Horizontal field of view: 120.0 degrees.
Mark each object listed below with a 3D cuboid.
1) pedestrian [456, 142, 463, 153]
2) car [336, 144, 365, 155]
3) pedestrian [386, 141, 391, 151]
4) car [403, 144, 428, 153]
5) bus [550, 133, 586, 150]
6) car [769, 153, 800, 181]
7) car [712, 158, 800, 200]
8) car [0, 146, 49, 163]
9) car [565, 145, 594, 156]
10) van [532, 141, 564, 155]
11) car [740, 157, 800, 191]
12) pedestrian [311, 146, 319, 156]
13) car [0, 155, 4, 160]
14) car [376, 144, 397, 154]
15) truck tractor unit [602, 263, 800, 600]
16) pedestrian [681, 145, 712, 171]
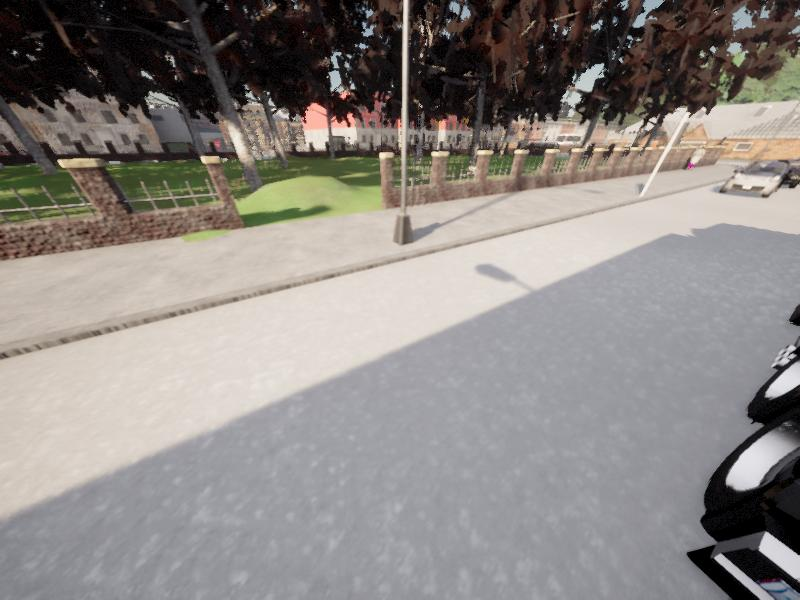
[{"bbox_3d":[12.151,-31.088,46.959,0.751,1.860,0.751,-19,39,-25],"label":"pedestrian"},{"bbox_3d":[-8.848,-27.161,41.644,4.514,1.525,2.007,-18,39,-24],"label":"car"},{"bbox_3d":[-2.599,-35.140,52.654,0.751,1.860,0.751,-26,43,-32],"label":"pedestrian"},{"bbox_3d":[3.208,-31.076,47.407,4.892,1.490,1.837,-19,39,-25],"label":"car"},{"bbox_3d":[54.510,-51.297,74.893,10.273,4.253,3.944,-18,39,-24],"label":"bus"},{"bbox_3d":[30.874,-10.206,17.567,5.366,1.575,1.801,-18,39,-24],"label":"car"},{"bbox_3d":[18.574,-6.336,11.940,3.633,1.501,1.845,-19,39,-26],"label":"car"},{"bbox_3d":[-42.731,-16.078,25.456,3.806,1.475,1.970,-18,39,-25],"label":"car"},{"bbox_3d":[33.984,-28.419,43.825,1.845,1.501,3.633,-18,39,-24],"label":"car"},{"bbox_3d":[28.575,-29.458,44.809,2.069,2.038,4.480,-18,40,-25],"label":"van"},{"bbox_3d":[24.440,-8.118,14.671,5.357,1.411,2.033,-18,39,-25],"label":"car"},{"bbox_3d":[-12.935,-22.667,35.121,0.751,1.300,0.751,-18,39,-24],"label":"pedestrian"},{"bbox_3d":[-49.124,-16.651,26.178,3.633,1.501,1.845,-18,39,-24],"label":"car"},{"bbox_3d":[-2.622,-29.201,44.609,3.705,1.549,1.789,-18,39,-24],"label":"car"},{"bbox_3d":[5.107,-0.305,0.788,6.516,4.208,3.053,-18,39,-24],"label":"truck tractor unit"},{"bbox_3d":[25.749,-12.338,20.119,0.751,1.860,0.751,-18,39,-24],"label":"pedestrian"}]
